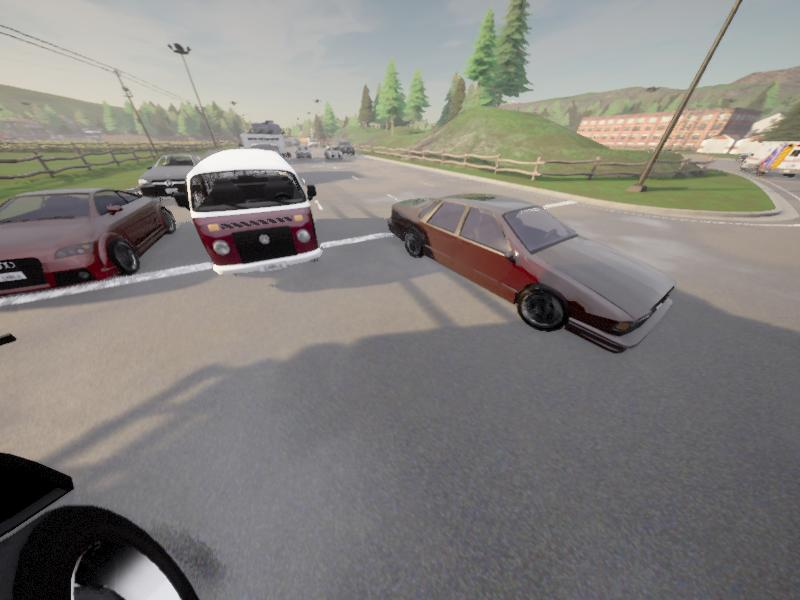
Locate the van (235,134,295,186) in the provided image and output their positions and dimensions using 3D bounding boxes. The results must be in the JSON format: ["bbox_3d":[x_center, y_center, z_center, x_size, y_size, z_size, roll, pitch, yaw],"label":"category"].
[{"bbox_3d":[-8.674,-9.434,15.292,2.351,2.431,6.366,-14,37,-20],"label":"van"}]

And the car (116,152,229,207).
[{"bbox_3d":[-9.997,-5.860,10.829,2.152,1.651,5.027,-14,37,-20],"label":"car"}]

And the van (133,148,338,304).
[{"bbox_3d":[-3.143,-2.173,5.278,2.069,2.038,4.480,-15,38,-21],"label":"van"}]

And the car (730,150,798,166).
[{"bbox_3d":[49.281,-19.405,31.496,2.128,1.511,4.902,7,35,8],"label":"car"}]

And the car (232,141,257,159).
[{"bbox_3d":[-21.090,-20.532,31.535,1.932,1.855,4.605,-13,37,-19],"label":"car"}]

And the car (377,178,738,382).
[{"bbox_3d":[1.780,-1.225,4.567,2.033,1.411,5.357,-21,40,-28],"label":"car"}]

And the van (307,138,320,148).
[{"bbox_3d":[-25.823,-46.904,68.928,2.351,2.431,6.366,-14,37,-20],"label":"van"}]

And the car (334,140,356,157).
[{"bbox_3d":[-9.019,-24.684,37.577,2.150,2.045,5.566,-14,37,-20],"label":"car"}]

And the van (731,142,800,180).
[{"bbox_3d":[32.968,-12.336,20.220,2.351,2.431,6.366,23,40,28],"label":"van"}]

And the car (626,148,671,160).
[{"bbox_3d":[43.218,-25.593,40.399,2.033,1.411,5.357,-3,35,-5],"label":"car"}]

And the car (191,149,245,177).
[{"bbox_3d":[-13.634,-10.576,17.677,2.163,1.488,4.792,-14,37,-20],"label":"car"}]

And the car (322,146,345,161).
[{"bbox_3d":[-8.637,-18.960,29.842,1.970,1.475,3.806,-14,37,-20],"label":"car"}]

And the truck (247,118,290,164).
[{"bbox_3d":[-15.073,-18.419,26.889,2.891,3.827,8.468,-14,37,-20],"label":"truck"}]

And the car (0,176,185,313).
[{"bbox_3d":[-6.738,-1.544,4.895,1.994,1.385,4.181,-14,37,-20],"label":"car"}]

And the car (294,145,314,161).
[{"bbox_3d":[-12.429,-18.978,29.754,1.845,1.501,3.633,-14,37,-20],"label":"car"}]
